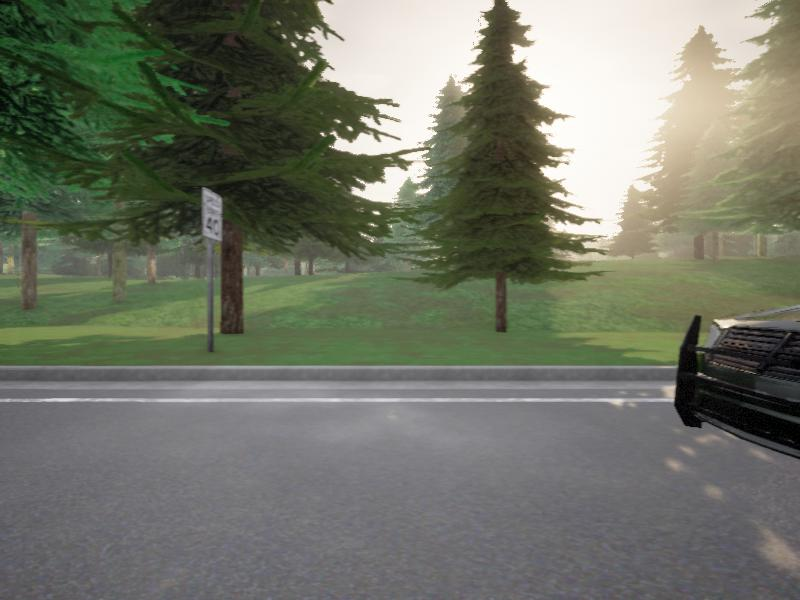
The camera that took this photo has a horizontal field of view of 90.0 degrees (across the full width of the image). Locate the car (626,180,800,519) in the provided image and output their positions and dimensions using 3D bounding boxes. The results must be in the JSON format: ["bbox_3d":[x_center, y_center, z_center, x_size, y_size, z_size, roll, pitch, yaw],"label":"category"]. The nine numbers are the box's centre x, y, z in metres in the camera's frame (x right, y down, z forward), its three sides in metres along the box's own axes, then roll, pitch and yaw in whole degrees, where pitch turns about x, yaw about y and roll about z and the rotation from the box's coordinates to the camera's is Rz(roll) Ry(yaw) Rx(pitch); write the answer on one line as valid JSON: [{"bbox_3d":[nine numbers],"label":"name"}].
[{"bbox_3d":[4.307,0.225,2.198,4.974,1.542,2.038,0,0,0],"label":"car"}]
